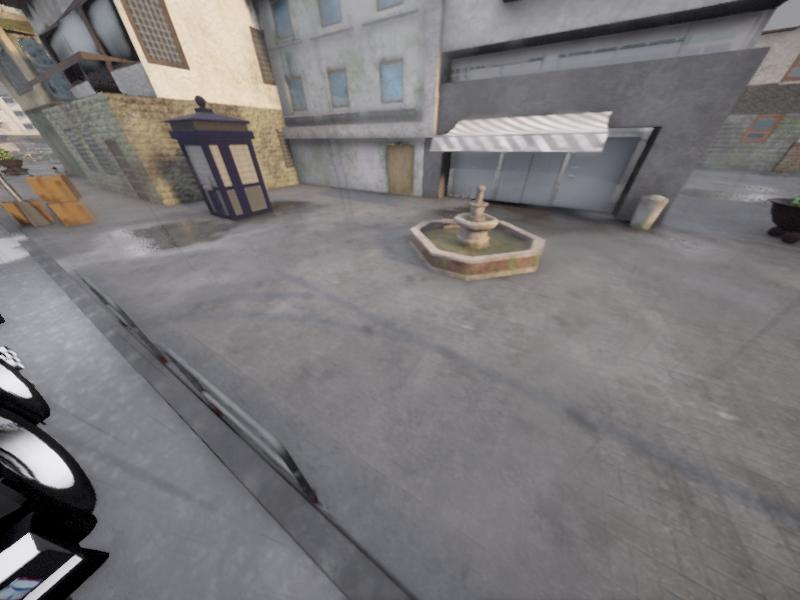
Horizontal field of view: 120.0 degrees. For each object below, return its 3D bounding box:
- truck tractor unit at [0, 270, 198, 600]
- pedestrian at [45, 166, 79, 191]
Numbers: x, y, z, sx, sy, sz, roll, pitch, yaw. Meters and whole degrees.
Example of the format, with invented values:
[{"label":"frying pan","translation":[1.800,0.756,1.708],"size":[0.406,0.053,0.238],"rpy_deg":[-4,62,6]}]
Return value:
[{"label":"truck tractor unit","translation":[-5.122,-0.289,0.768],"size":[6.516,4.208,3.053],"rpy_deg":[18,39,24]},{"label":"pedestrian","translation":[-17.676,-6.357,12.095],"size":[0.500,1.100,0.500],"rpy_deg":[20,40,26]}]
